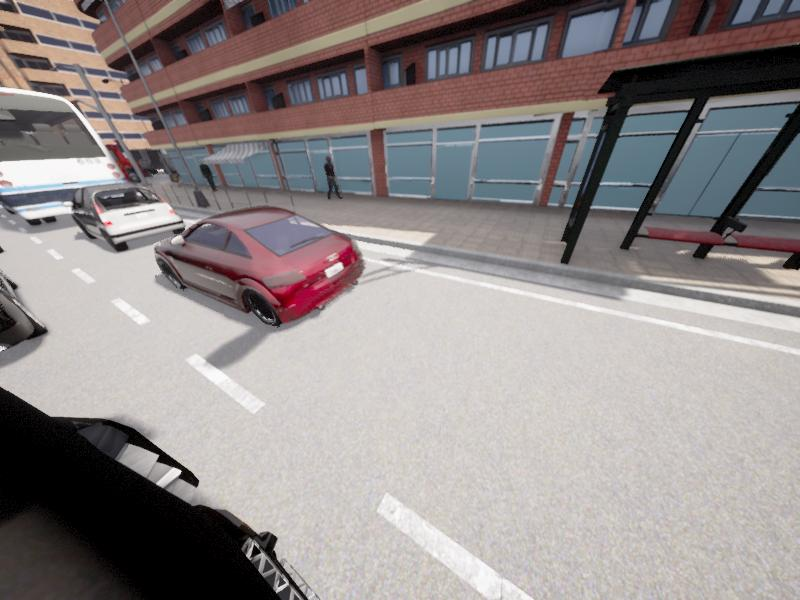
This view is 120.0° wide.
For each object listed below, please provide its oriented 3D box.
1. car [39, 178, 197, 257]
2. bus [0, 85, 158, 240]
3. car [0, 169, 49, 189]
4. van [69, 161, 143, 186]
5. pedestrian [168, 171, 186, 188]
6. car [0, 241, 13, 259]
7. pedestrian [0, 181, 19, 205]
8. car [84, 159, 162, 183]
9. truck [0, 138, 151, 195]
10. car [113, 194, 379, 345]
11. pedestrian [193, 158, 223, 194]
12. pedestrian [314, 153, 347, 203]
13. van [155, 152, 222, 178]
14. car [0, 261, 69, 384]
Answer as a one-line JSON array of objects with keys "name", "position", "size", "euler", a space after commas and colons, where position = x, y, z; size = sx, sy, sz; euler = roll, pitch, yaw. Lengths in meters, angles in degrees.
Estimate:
[{"name": "car", "position": [-8.840, -2.795, 7.308], "size": [3.988, 1.617, 1.851], "euler": [16, 38, 26]}, {"name": "bus", "position": [-16.819, -6.090, 10.450], "size": [10.273, 4.253, 3.944], "euler": [16, 38, 26]}, {"name": "car", "position": [-45.149, -14.026, 26.803], "size": [4.856, 1.649, 2.033], "euler": [-3, 35, 0]}, {"name": "van", "position": [-32.438, -14.128, 25.704], "size": [1.775, 1.987, 4.442], "euler": [16, 38, 26]}, {"name": "pedestrian", "position": [-17.578, -9.526, 18.221], "size": [0.500, 1.100, 0.500], "euler": [18, 39, 28]}, {"name": "car", "position": [-13.677, -1.967, 6.360], "size": [4.611, 1.667, 2.242], "euler": [16, 38, 26]}, {"name": "pedestrian", "position": [-26.290, -7.269, 15.027], "size": [0.751, 1.860, 0.751], "euler": [19, 39, 29]}, {"name": "car", "position": [-34.130, -16.126, 28.773], "size": [2.150, 2.045, 5.566], "euler": [15, 37, 24]}, {"name": "truck", "position": [-29.496, -12.802, 21.838], "size": [2.891, 3.827, 8.468], "euler": [-6, 34, -5]}, {"name": "car", "position": [-2.748, -0.958, 4.321], "size": [4.181, 1.385, 1.994], "euler": [15, 38, 25]}, {"name": "pedestrian", "position": [-11.972, -7.753, 14.433], "size": [0.751, 1.860, 0.751], "euler": [-26, 40, -31]}, {"name": "pedestrian", "position": [-3.043, -5.436, 10.302], "size": [0.751, 1.860, 0.751], "euler": [16, 38, 26]}, {"name": "van", "position": [-28.281, -18.358, 31.250], "size": [1.988, 2.561, 5.915], "euler": [16, 38, 26]}, {"name": "car", "position": [-7.293, -0.121, 3.149], "size": [5.238, 1.638, 1.930], "euler": [16, 38, 26]}]
